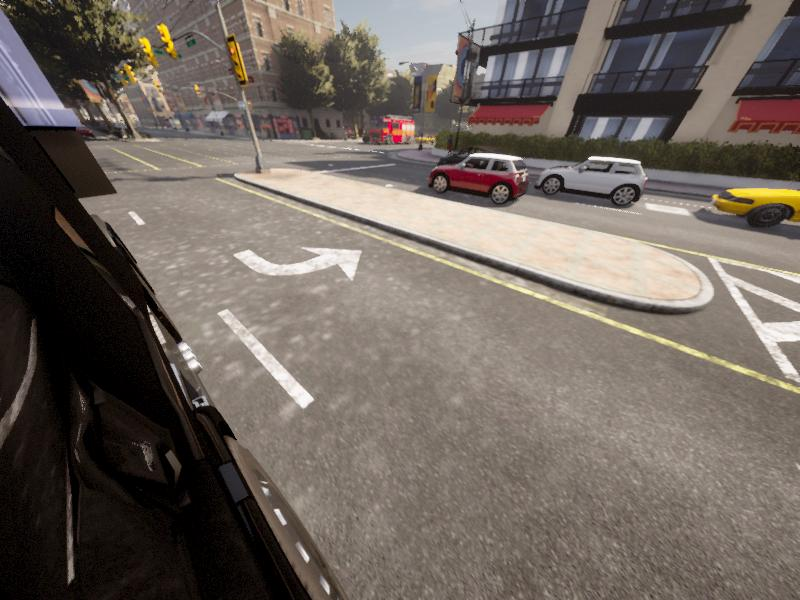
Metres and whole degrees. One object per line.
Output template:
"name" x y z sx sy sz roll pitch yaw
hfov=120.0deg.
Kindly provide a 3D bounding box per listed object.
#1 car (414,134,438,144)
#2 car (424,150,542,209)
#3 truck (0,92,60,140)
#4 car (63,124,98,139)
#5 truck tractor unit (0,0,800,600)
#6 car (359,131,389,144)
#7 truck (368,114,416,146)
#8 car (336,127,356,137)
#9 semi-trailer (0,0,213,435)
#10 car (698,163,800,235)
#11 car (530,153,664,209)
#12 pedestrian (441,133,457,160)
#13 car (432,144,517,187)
"car" 5.085 -31.392 44.996 1.801 1.575 5.366 27 43 30
"car" 3.151 -5.042 9.351 3.806 1.475 1.970 27 43 30
"truck" -42.068 -20.454 25.819 8.468 3.827 2.891 27 43 30
"car" -39.421 -20.752 28.491 4.718 1.301 1.895 27 43 30
"truck tractor unit" -2.645 -0.295 0.351 6.516 4.208 3.053 28 44 30
"car" -4.365 -28.050 39.925 1.930 1.638 5.238 27 43 29
"truck" -1.119 -27.899 38.059 2.891 3.827 8.468 27 43 30
"car" -15.099 -46.724 64.266 5.566 2.045 2.150 27 43 30
"semi-trailer" -9.501 -2.866 3.259 14.254 4.402 2.717 18 39 20
"car" 13.078 -2.664 6.575 5.366 1.575 1.801 27 43 30
"car" 8.073 -5.200 9.826 3.806 1.475 1.970 27 43 30
"pedestrian" 4.190 -13.077 19.652 0.751 1.860 0.751 -26 45 -32
"car" 3.884 -7.392 12.503 3.705 1.549 1.789 27 43 30
